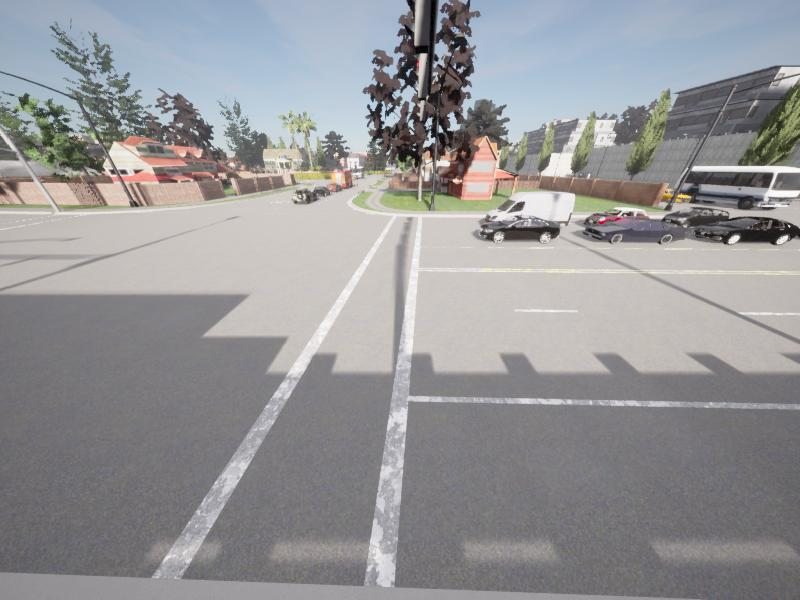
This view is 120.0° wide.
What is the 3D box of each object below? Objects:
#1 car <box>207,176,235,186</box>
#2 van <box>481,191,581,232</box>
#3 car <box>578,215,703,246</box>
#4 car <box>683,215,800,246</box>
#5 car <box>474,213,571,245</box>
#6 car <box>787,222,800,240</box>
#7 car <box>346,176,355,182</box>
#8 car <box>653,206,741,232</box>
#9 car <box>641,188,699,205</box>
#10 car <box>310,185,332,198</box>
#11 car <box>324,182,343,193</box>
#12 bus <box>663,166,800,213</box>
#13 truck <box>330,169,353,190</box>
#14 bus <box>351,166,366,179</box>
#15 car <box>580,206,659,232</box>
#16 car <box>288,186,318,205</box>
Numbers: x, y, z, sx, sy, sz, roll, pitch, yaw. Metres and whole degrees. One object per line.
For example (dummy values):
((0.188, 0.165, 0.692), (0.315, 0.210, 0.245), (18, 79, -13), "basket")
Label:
((-41.730, -27.833, 53.957), (4.605, 1.855, 1.932), (0, 30, 0), "car")
((9.682, -6.788, 17.625), (5.915, 2.561, 1.988), (1, 30, 1), "van")
((15.016, -4.475, 14.763), (5.357, 1.411, 2.033), (1, 30, 1), "car")
((21.824, -4.447, 14.615), (4.892, 1.490, 1.837), (1, 30, 1), "car")
((7.624, -4.622, 14.901), (4.902, 1.511, 2.128), (1, 30, 1), "car")
((28.688, -4.445, 14.579), (4.514, 1.525, 2.007), (-1, 30, -1), "car")
((-16.339, -40.551, 77.100), (1.801, 1.575, 5.366), (0, 30, 0), "car")
((22.480, -6.238, 17.652), (3.705, 1.549, 1.789), (0, 30, 1), "car")
((36.335, -14.123, 31.330), (1.882, 1.535, 5.008), (0, 30, 1), "car")
((-12.736, -17.738, 37.634), (1.837, 1.490, 4.892), (0, 30, 0), "car")
((-12.742, -21.678, 44.331), (2.152, 1.651, 5.027), (0, 30, 0), "car")
((39.906, -13.644, 27.788), (3.944, 4.253, 10.273), (0, 30, 1), "bus")
((-12.763, -27.017, 51.377), (2.891, 3.827, 8.468), (0, 30, 0), "truck")
((-16.262, -50.128, 90.969), (3.944, 4.253, 10.273), (0, 30, 0), "bus")
((16.668, -6.258, 17.768), (3.806, 1.475, 1.970), (1, 30, 1), "car")
((-12.702, -13.952, 30.696), (1.932, 1.855, 4.605), (0, 30, 0), "car")
